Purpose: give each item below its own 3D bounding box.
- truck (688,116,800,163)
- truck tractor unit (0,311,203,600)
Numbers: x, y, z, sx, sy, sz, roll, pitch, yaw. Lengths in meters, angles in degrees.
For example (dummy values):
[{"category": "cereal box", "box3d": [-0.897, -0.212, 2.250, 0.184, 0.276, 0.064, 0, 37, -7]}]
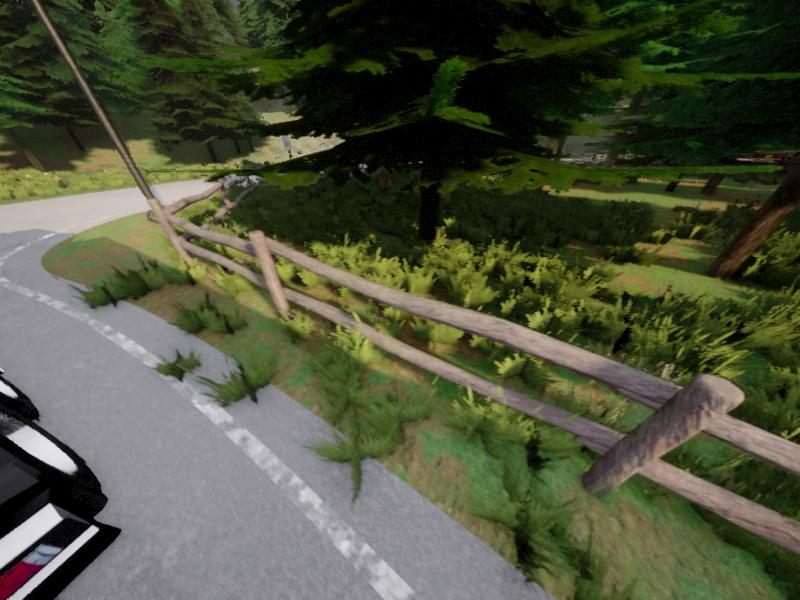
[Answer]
[{"category": "truck", "box3d": [37.416, -16.597, 24.062, 8.468, 3.827, 2.891, 4, 35, 6]}, {"category": "truck tractor unit", "box3d": [-5.189, -0.214, 0.667, 6.516, 4.208, 3.053, 15, 38, 20]}]
